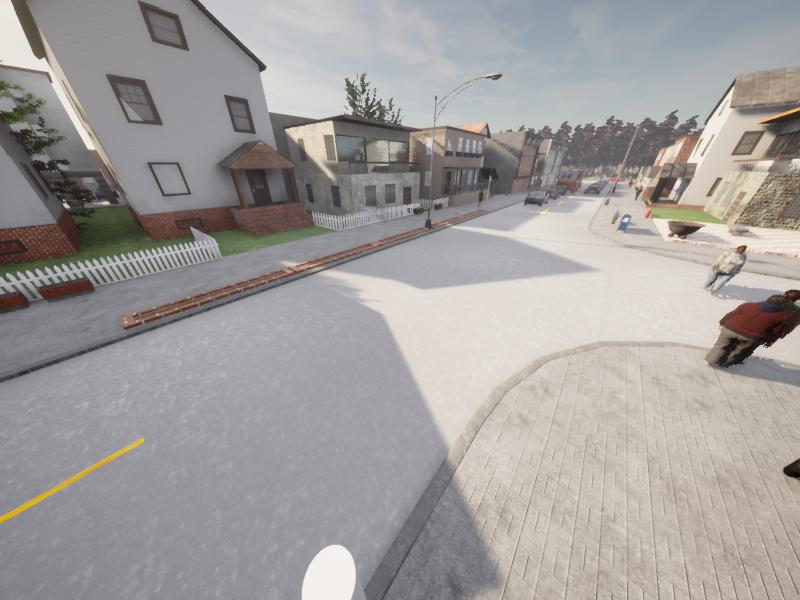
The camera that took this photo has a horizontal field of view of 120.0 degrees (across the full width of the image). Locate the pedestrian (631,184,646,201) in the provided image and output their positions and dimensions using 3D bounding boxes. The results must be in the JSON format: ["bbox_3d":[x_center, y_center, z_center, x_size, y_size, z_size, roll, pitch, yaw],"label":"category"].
[{"bbox_3d":[31.230,-14.060,30.241,0.751,1.860,0.751,23,37,34],"label":"pedestrian"}]

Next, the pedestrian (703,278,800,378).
[{"bbox_3d":[7.647,0.595,4.860,0.751,1.860,0.751,-16,34,-26],"label":"pedestrian"}]

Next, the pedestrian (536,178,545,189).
[{"bbox_3d":[28.286,-23.518,46.623,0.751,1.860,0.751,-5,30,-9],"label":"pedestrian"}]

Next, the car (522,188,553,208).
[{"bbox_3d":[16.653,-12.450,27.928,1.930,1.638,5.238,22,37,33],"label":"car"}]

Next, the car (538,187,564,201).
[{"bbox_3d":[21.579,-15.203,32.970,1.994,1.385,4.181,23,37,34],"label":"car"}]

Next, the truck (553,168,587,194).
[{"bbox_3d":[30.933,-21.820,41.975,2.891,3.827,8.468,23,37,34],"label":"truck"}]

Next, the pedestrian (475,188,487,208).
[{"bbox_3d":[8.862,-11.177,25.248,0.751,1.860,0.751,14,33,23],"label":"pedestrian"}]

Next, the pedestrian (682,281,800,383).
[{"bbox_3d":[7.065,0.668,4.734,0.751,1.860,0.751,-12,32,-19],"label":"pedestrian"}]

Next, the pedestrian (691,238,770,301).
[{"bbox_3d":[11.154,-1.047,7.911,0.751,1.860,0.751,23,37,34],"label":"pedestrian"}]

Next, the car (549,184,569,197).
[{"bbox_3d":[25.445,-17.570,36.884,1.789,1.549,3.705,23,37,34],"label":"car"}]

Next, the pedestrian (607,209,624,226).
[{"bbox_3d":[16.220,-6.213,17.393,0.500,1.100,0.500,-21,36,-31],"label":"pedestrian"}]

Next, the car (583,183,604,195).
[{"bbox_3d":[33.043,-18.969,39.326,2.038,1.542,4.974,23,37,34],"label":"car"}]
